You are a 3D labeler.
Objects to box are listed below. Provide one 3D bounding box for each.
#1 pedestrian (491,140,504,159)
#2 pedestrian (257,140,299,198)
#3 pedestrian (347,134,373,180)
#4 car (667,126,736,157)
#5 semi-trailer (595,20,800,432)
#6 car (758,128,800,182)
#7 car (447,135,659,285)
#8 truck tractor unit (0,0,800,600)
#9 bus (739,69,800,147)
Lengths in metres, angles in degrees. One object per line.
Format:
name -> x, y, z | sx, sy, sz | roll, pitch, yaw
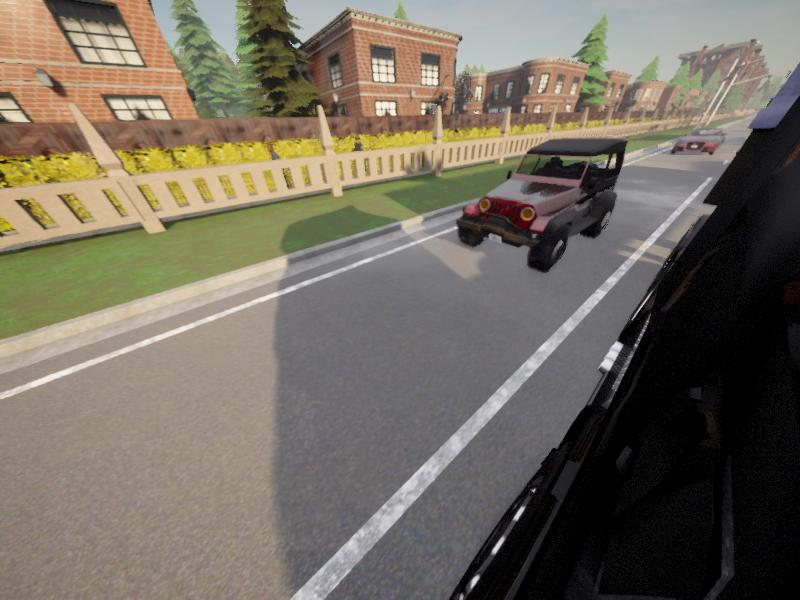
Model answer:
pedestrian -> 6.931, -10.781, 16.506 | 0.500, 1.100, 0.500 | 26, 45, 33
pedestrian -> -4.763, -5.143, 9.103 | 0.751, 1.860, 0.751 | -27, 43, -28
pedestrian -> -2.006, -7.271, 11.773 | 0.751, 1.860, 0.751 | -26, 42, -28
car -> 20.086, -10.601, 15.403 | 4.181, 1.385, 1.994 | -27, 43, -29
semi-trailer -> 8.855, -3.494, 4.066 | 14.254, 4.402, 2.717 | -26, 43, -28
car -> 16.581, -5.870, 9.167 | 4.902, 1.511, 2.128 | -27, 41, -30
car -> 3.107, -2.202, 4.855 | 3.866, 1.878, 1.905 | -27, 43, -29
truck tractor unit -> 2.645, -0.295, 0.351 | 6.516, 4.208, 3.053 | -28, 44, -30
bus -> 31.477, -14.814, 17.848 | 10.273, 4.253, 3.944 | -27, 43, -29
